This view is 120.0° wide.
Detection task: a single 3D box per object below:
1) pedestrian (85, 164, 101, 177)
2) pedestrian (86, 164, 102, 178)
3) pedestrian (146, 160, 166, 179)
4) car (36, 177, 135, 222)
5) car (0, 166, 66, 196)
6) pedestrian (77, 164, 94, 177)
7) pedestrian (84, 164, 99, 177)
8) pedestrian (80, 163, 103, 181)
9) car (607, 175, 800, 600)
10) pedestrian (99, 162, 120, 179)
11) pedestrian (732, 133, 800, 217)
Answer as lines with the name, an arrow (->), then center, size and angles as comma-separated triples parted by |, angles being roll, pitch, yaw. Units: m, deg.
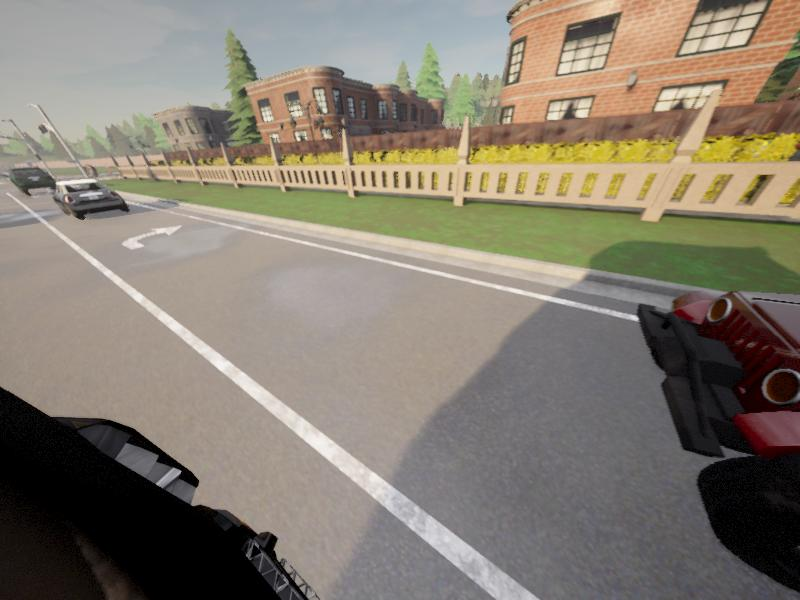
pedestrian -> -51.972, -21.892, 39.104 | 0.751, 1.860, 0.751 | 22, 41, 32
pedestrian -> -50.021, -21.116, 37.771 | 0.751, 1.860, 0.751 | 20, 40, 31
pedestrian -> -29.107, -15.575, 27.574 | 0.751, 1.860, 0.751 | 15, 37, 24
car -> -15.559, -5.098, 11.458 | 3.806, 1.475, 1.970 | 17, 39, 28
car -> -33.388, -10.893, 21.010 | 5.566, 2.045, 2.150 | 17, 39, 28
pedestrian -> -56.358, -23.206, 41.419 | 0.751, 1.860, 0.751 | 3, 34, 8
pedestrian -> -51.360, -21.499, 38.448 | 0.751, 1.860, 0.751 | 23, 41, 33
pedestrian -> -38.899, -16.115, 29.131 | 0.751, 1.860, 0.751 | 10, 36, 18
car -> 3.707, 0.741, 0.841 | 3.866, 1.878, 1.905 | 17, 39, 27
pedestrian -> -38.297, -17.044, 30.482 | 0.751, 1.860, 0.751 | 13, 37, 23
pedestrian -> 10.202, -3.287, 6.110 | 0.751, 1.860, 0.751 | 21, 40, 31
